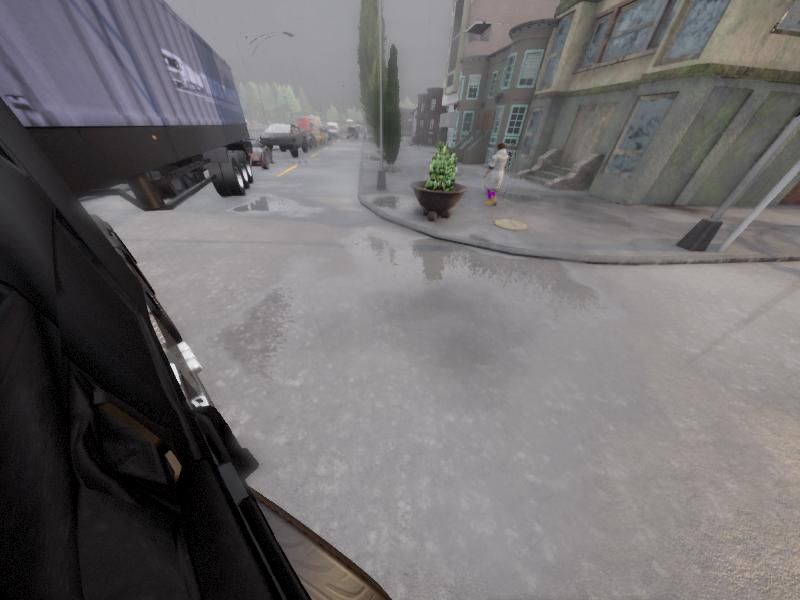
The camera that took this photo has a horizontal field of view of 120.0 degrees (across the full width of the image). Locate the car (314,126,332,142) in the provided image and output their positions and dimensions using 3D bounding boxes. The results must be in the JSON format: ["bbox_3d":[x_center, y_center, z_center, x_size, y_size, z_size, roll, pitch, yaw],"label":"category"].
[{"bbox_3d":[-12.110,-26.426,36.737,1.932,1.855,4.605,-2,37,-7],"label":"car"}]

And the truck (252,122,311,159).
[{"bbox_3d":[-9.392,-13.289,19.113,2.390,2.098,6.274,-2,37,-7],"label":"truck"}]

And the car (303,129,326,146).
[{"bbox_3d":[-11.149,-21.598,30.576,1.801,1.575,5.366,-2,37,-7],"label":"car"}]

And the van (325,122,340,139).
[{"bbox_3d":[-13.720,-34.566,47.000,1.988,2.561,5.915,-2,37,-7],"label":"van"}]

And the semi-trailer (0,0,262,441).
[{"bbox_3d":[-6.237,-4.575,5.689,2.717,4.402,14.254,-11,39,-18],"label":"semi-trailer"}]

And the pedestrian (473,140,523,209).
[{"bbox_3d":[3.150,-4.108,7.605,0.751,1.860,0.751,-18,41,-26],"label":"pedestrian"}]

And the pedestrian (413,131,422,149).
[{"bbox_3d":[2.163,-19.848,28.671,0.751,1.860,0.751,-5,37,-10],"label":"pedestrian"}]

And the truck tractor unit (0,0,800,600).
[{"bbox_3d":[-2.645,-0.295,0.351,6.516,4.208,3.053,28,44,30],"label":"truck tractor unit"}]

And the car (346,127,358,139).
[{"bbox_3d":[-9.500,-33.226,46.011,1.905,1.878,3.866,-3,36,-7],"label":"car"}]

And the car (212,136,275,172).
[{"bbox_3d":[-8.838,-8.627,13.532,1.994,1.385,4.181,-8,37,-15],"label":"car"}]

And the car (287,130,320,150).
[{"bbox_3d":[-10.295,-17.395,25.053,2.128,1.511,4.902,-2,37,-7],"label":"car"}]
